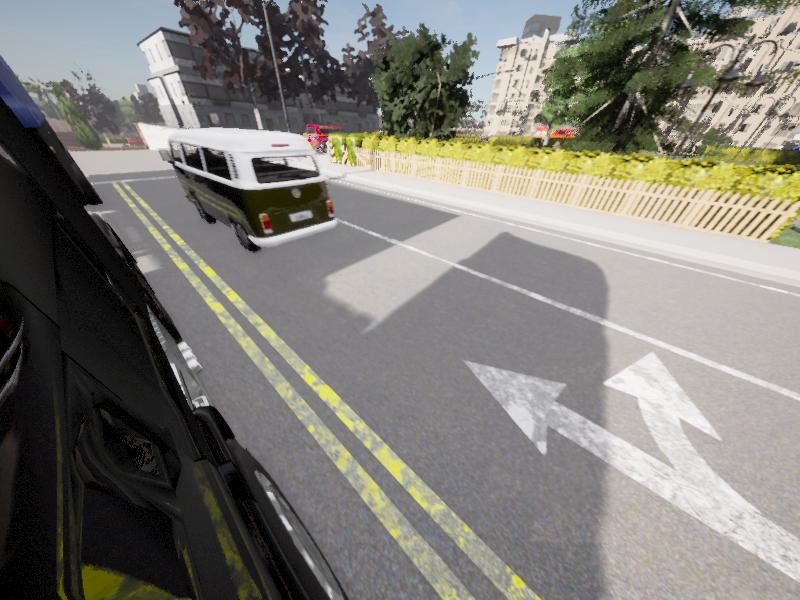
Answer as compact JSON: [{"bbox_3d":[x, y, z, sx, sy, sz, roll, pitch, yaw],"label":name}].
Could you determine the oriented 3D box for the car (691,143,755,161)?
[{"bbox_3d":[52.191,-24.208,37.619,5.566,2.045,2.150,29,44,31],"label":"car"}]

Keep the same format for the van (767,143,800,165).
[{"bbox_3d":[58.843,-20.606,32.900,6.366,2.431,2.351,29,44,31],"label":"van"}]

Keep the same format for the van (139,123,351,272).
[{"bbox_3d":[-3.511,-2.681,5.321,4.480,2.038,2.069,28,44,30],"label":"van"}]

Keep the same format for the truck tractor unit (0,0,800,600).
[{"bbox_3d":[-2.645,-0.295,0.351,6.516,4.208,3.053,28,44,30],"label":"truck tractor unit"}]

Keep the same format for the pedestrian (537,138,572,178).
[{"bbox_3d":[8.776,-8.094,13.200,0.751,1.860,0.751,-8,38,-14],"label":"pedestrian"}]

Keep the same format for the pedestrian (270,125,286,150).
[{"bbox_3d":[-11.362,-15.116,21.566,0.751,1.860,0.751,-23,44,-30],"label":"pedestrian"}]

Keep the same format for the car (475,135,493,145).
[{"bbox_3d":[17.511,-33.281,47.978,1.789,1.549,3.705,29,44,31],"label":"car"}]

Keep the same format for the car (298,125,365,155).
[{"bbox_3d":[-6.170,-14.961,21.574,2.150,2.045,5.566,30,45,32],"label":"car"}]

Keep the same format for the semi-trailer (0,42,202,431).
[{"bbox_3d":[-8.706,-3.595,4.228,14.254,4.402,2.717,28,44,30],"label":"semi-trailer"}]
